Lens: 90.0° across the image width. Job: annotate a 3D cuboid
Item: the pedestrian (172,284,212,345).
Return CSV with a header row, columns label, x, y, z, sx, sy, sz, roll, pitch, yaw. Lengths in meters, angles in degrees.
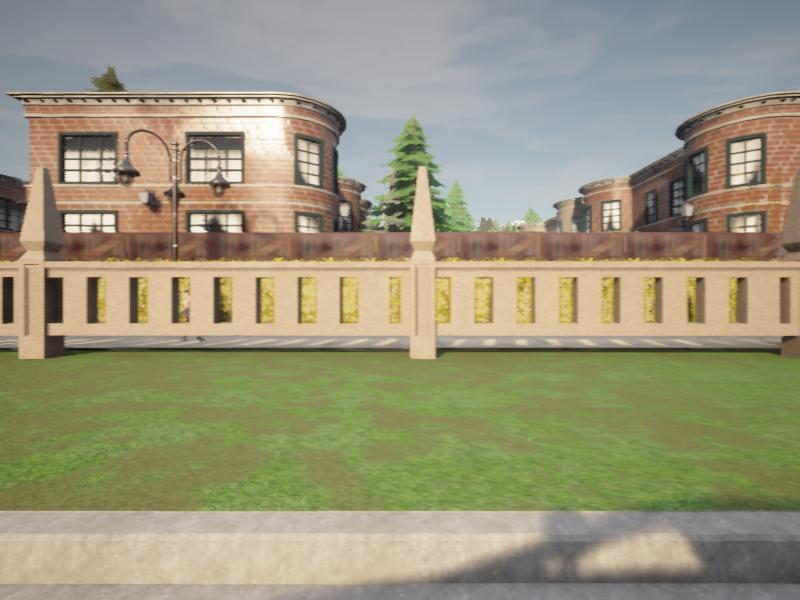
label,x,y,z,sx,sy,sz,roll,pitch,yaw
pedestrian,-3.915,0.265,7.561,0.500,1.100,0.500,0,0,-1
